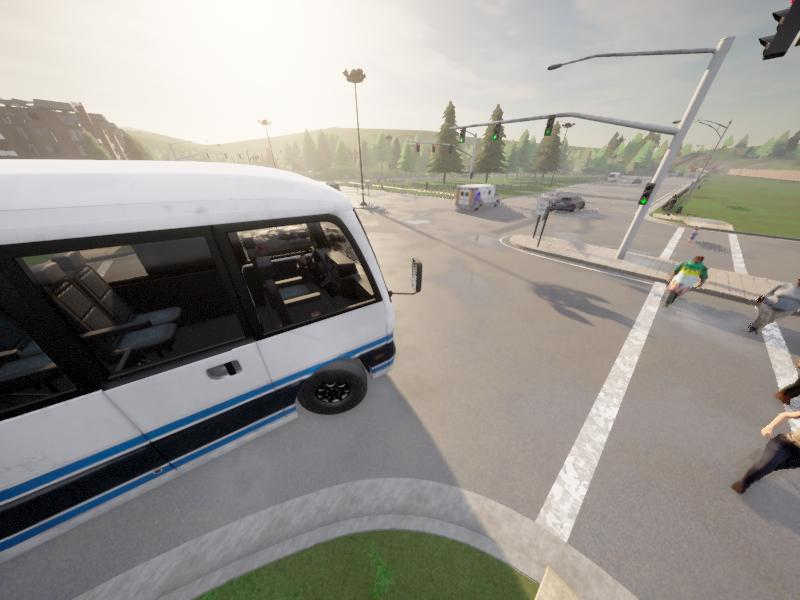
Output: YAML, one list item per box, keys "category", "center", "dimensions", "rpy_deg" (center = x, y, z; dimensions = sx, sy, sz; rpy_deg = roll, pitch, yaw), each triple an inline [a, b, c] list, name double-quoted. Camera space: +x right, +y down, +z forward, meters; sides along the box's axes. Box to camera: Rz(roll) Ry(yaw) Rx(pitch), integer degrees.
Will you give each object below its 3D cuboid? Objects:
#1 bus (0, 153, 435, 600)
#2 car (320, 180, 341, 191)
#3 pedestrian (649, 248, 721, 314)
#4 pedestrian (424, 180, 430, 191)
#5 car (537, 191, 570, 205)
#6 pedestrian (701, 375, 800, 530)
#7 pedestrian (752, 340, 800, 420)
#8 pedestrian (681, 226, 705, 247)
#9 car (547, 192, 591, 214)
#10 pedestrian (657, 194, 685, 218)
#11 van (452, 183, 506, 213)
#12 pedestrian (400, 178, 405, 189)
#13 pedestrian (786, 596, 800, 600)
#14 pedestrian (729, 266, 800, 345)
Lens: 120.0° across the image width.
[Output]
- category: "bus"
  center: [-4.929, 0.651, 2.988]
  dimensions: [10.273, 4.253, 3.944]
  rpy_deg: [-18, 35, -28]
- category: "car"
  center: [-14.547, -24.047, 48.375]
  dimensions: [1.930, 1.638, 5.238]
  rpy_deg: [-22, 37, -34]
- category: "pedestrian"
  center: [9.220, -0.619, 7.529]
  dimensions: [0.751, 1.860, 0.751]
  rpy_deg: [-21, 36, -32]
- category: "pedestrian"
  center: [5.089, -21.355, 43.141]
  dimensions: [0.751, 1.860, 0.751]
  rpy_deg: [-20, 36, -31]
- category: "car"
  center: [20.340, -13.576, 30.585]
  dimensions: [4.718, 1.301, 1.895]
  rpy_deg: [-23, 37, -34]
- category: "pedestrian"
  center: [5.213, 1.975, 3.037]
  dimensions: [0.751, 1.860, 0.751]
  rpy_deg: [-18, 34, -28]
- category: "pedestrian"
  center: [7.789, 1.286, 4.229]
  dimensions: [0.751, 1.860, 0.751]
  rpy_deg: [-20, 35, -30]
- category: "pedestrian"
  center: [17.459, -3.791, 13.783]
  dimensions: [0.500, 1.100, 0.500]
  rpy_deg: [26, 39, 37]
- category: "car"
  center: [18.374, -10.617, 25.084]
  dimensions: [4.611, 1.667, 2.242]
  rpy_deg: [-23, 37, -34]
- category: "pedestrian"
  center: [24.486, -8.533, 20.932]
  dimensions: [0.751, 1.860, 0.751]
  rpy_deg: [-9, 31, -15]
- category: "van"
  center: [8.932, -11.534, 25.916]
  dimensions: [6.366, 2.431, 2.351]
  rpy_deg: [-23, 37, -34]
- category: "pedestrian"
  center: [0.497, -24.672, 48.886]
  dimensions: [0.751, 1.860, 0.751]
  rpy_deg: [-20, 36, -31]
- category: "pedestrian"
  center: [2.556, 2.735, 1.368]
  dimensions: [0.751, 1.860, 0.751]
  rpy_deg: [-20, 36, -31]
- category: "pedestrian"
  center: [10.156, 0.145, 6.206]
  dimensions: [0.751, 1.860, 0.751]
  rpy_deg: [-26, 39, -37]
